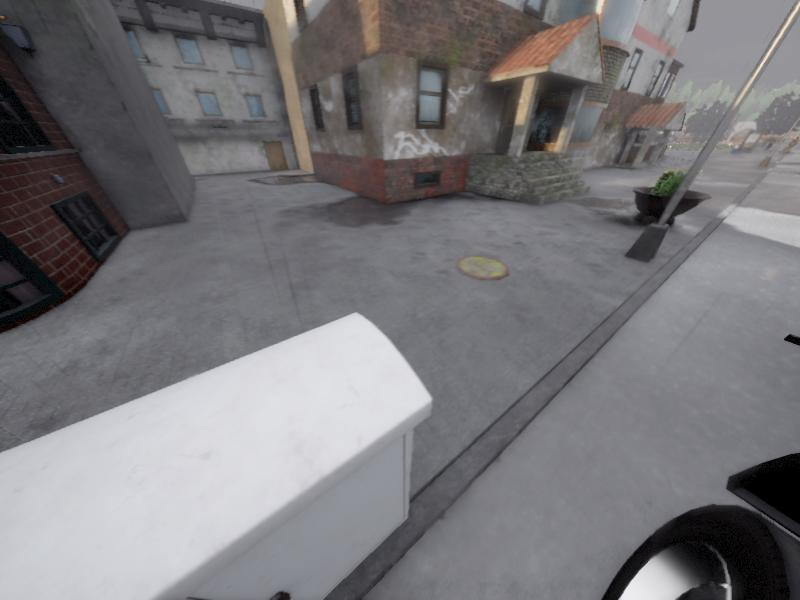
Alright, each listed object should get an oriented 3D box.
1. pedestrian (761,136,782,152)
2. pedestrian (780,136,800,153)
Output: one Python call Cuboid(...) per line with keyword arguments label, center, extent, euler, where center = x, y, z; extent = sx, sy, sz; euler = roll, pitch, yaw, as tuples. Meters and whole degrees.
Cuboid(label="pedestrian", center=(55.221, -23.212, 34.344), extent=(0.751, 1.860, 0.751), euler=(25, 42, 31))
Cuboid(label="pedestrian", center=(52.559, -20.792, 30.948), extent=(0.751, 1.860, 0.751), euler=(-11, 37, -14))
